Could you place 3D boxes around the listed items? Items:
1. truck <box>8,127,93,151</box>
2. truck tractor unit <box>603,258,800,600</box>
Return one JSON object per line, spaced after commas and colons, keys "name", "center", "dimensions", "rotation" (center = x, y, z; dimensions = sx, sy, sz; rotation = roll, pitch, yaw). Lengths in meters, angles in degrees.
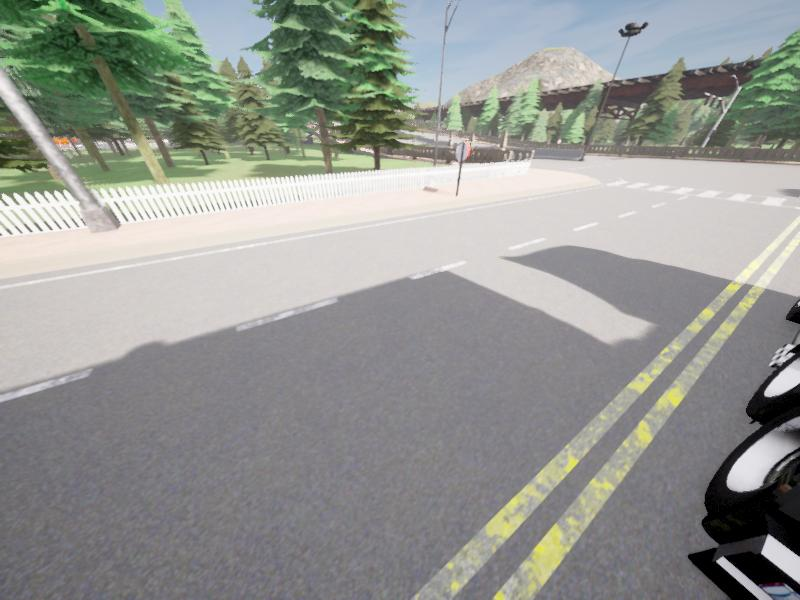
{"name": "truck", "center": [-71.864, -33.386, 47.923], "dimensions": [2.891, 3.827, 8.468], "rotation": [12, 36, 16]}
{"name": "truck tractor unit", "center": [5.099, -0.313, 0.797], "dimensions": [6.516, 4.208, 3.053], "rotation": [-19, 39, -25]}
